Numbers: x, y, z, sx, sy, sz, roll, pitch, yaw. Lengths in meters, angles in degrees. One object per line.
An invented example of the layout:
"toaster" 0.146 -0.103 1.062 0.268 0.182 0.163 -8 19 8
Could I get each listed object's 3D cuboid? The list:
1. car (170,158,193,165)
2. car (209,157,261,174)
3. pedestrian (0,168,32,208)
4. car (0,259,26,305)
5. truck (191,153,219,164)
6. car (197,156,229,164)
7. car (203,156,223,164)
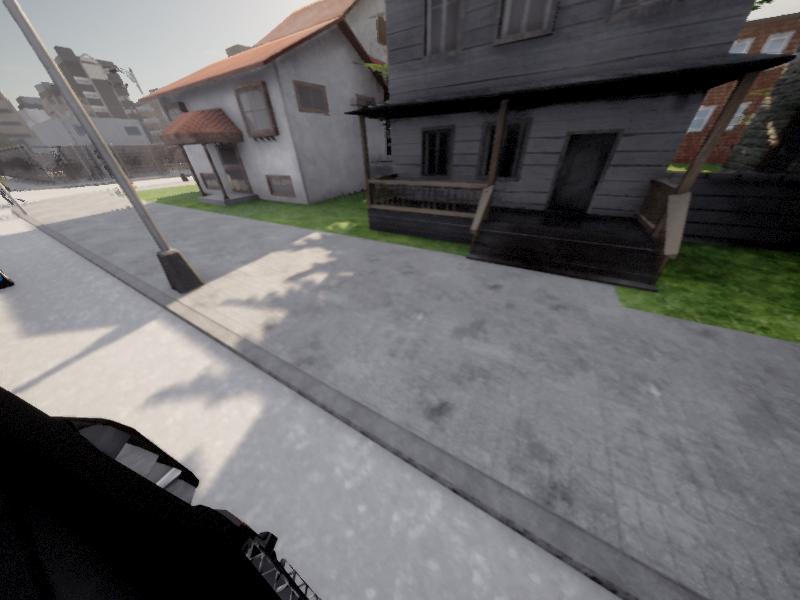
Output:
"car" -62.518 -39.775 66.209 1.816 1.474 4.193 16 38 26
"car" -20.917 -17.204 29.530 2.163 1.488 4.792 16 38 26
"pedestrian" -21.838 -6.190 12.742 0.751 1.860 0.751 24 42 33
"car" -9.746 -0.852 4.355 5.008 1.535 1.882 16 38 26
"truck" -47.955 -34.794 56.857 2.069 2.038 4.478 16 38 26
"car" -44.599 -33.450 55.203 2.033 1.415 5.357 16 38 26
"car" -44.484 -33.373 54.952 3.705 1.547 1.789 16 38 26
